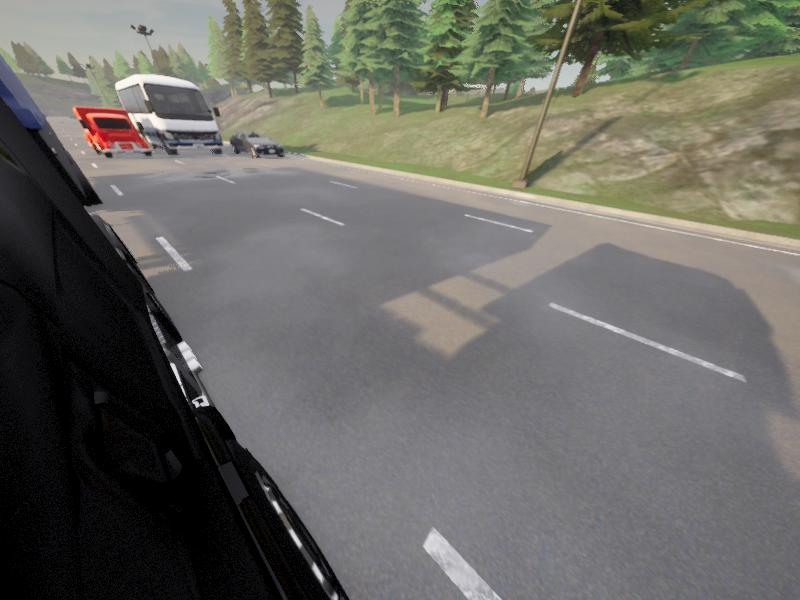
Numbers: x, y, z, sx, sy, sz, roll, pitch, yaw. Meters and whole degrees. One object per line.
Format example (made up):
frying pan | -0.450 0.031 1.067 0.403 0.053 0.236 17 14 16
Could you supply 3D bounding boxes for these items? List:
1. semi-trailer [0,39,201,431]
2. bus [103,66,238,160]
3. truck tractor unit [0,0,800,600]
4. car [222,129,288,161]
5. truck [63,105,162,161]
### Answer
semi-trailer | -8.700 -3.602 4.229 14.254 4.402 2.717 28 43 30
bus | -17.169 -13.610 17.271 10.273 4.253 3.944 28 43 30
truck tractor unit | -2.645 -0.295 0.352 6.516 4.208 3.053 28 44 30
car | -11.052 -11.888 17.583 5.027 1.651 2.152 28 43 30
truck | -18.070 -10.541 14.566 5.204 2.467 2.627 28 43 30
